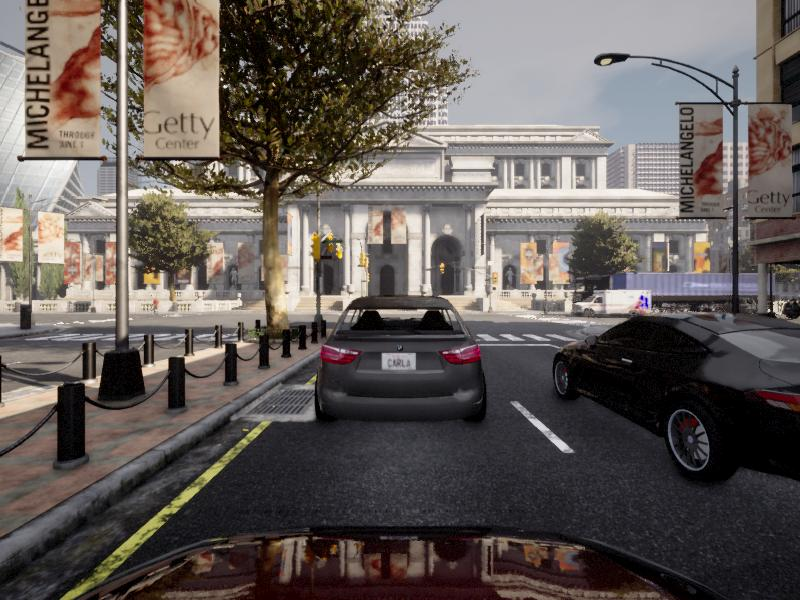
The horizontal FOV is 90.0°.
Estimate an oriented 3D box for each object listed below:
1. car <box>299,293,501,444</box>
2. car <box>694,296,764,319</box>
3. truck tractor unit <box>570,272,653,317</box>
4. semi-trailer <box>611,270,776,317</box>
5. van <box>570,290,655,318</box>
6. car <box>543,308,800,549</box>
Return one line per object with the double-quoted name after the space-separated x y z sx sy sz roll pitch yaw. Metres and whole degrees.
0.019 0.756 6.742 2.242 1.667 4.611 0 0 0 "car"
29.167 0.657 35.570 4.605 1.855 1.932 1 0 0 "car"
20.545 -0.520 39.138 6.516 4.208 3.053 0 0 0 "truck tractor unit"
28.456 -0.618 39.151 14.254 4.402 2.717 0 0 0 "semi-trailer"
18.793 0.378 35.651 6.366 2.431 2.351 0 0 0 "van"
3.472 0.870 4.859 1.812 1.442 4.674 0 0 0 "car"
